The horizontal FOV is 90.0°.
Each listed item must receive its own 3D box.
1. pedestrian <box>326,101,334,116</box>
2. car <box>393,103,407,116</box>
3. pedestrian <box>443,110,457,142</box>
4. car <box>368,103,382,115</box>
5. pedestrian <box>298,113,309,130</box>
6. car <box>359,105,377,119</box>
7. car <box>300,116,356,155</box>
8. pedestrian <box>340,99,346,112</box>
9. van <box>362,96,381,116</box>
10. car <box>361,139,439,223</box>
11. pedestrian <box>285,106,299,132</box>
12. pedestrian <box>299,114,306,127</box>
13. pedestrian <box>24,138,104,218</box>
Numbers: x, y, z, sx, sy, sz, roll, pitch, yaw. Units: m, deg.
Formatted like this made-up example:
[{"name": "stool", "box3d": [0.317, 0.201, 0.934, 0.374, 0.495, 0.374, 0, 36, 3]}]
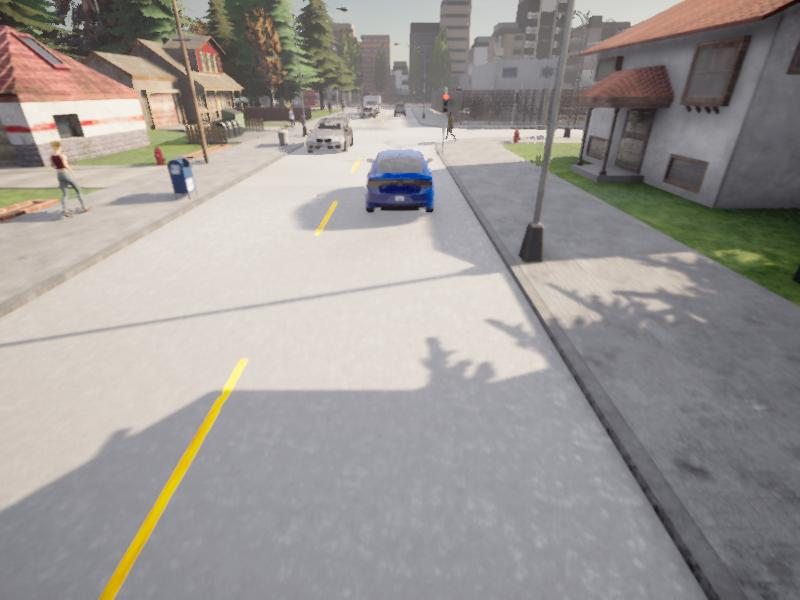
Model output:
[{"name": "pedestrian", "box3d": [-9.185, -25.111, 52.464, 0.751, 1.860, 0.751, 0, 28, 0]}, {"name": "car", "box3d": [-0.014, -26.733, 56.189, 1.845, 1.501, 3.633, 0, 27, 0]}, {"name": "pedestrian", "box3d": [3.180, -11.157, 25.646, 0.751, 1.860, 0.751, 0, 28, 1]}, {"name": "car", "box3d": [-4.018, -31.579, 66.064, 2.007, 1.525, 4.514, 0, 28, 0]}, {"name": "pedestrian", "box3d": [-8.269, -15.300, 34.230, 0.751, 1.300, 0.751, -5, 28, -10]}, {"name": "car", "box3d": [-4.012, -23.731, 50.496, 1.970, 1.475, 3.806, 0, 27, 0]}, {"name": "car", "box3d": [-3.973, -9.524, 23.006, 2.242, 1.667, 4.611, 1, 28, 2]}, {"name": "pedestrian", "box3d": [-9.152, -31.440, 64.616, 0.751, 1.860, 0.751, -1, 28, -3]}, {"name": "van", "box3d": [-4.016, -28.079, 57.846, 2.351, 2.431, 6.366, 0, 27, 0]}, {"name": "car", "box3d": [-0.005, -3.818, 12.187, 1.882, 1.535, 5.008, 0, 27, 0]}, {"name": "pedestrian", "box3d": [-8.799, -14.767, 32.603, 0.751, 1.860, 0.751, 0, 28, 1]}, {"name": "pedestrian", "box3d": [-9.012, -16.622, 36.988, 0.500, 1.100, 0.500, -3, 28, -5]}, {"name": "pedestrian", "box3d": [-8.509, -3.109, 10.218, 0.751, 1.860, 0.751, -1, 28, -1]}]
